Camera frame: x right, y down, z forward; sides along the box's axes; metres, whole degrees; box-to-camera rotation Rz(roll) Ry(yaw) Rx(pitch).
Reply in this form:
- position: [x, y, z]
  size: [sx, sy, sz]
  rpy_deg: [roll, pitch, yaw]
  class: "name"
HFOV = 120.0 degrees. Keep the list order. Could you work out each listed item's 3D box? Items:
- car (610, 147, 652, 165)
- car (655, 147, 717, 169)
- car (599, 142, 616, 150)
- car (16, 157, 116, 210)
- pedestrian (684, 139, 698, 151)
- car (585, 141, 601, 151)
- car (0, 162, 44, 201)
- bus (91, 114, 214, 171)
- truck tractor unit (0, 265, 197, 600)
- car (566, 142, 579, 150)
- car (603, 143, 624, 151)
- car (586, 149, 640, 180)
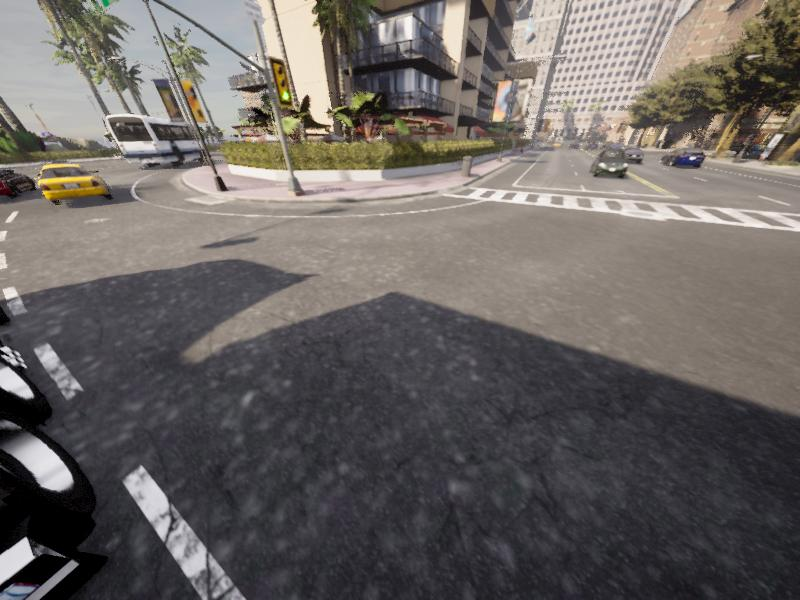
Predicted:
- position: [24.982, -15.806, 25.255]
  size: [2.033, 1.411, 5.357]
  rpy_deg: [18, 39, 24]
  class: "car"
- position: [26.663, -13.485, 21.827]
  size: [2.163, 1.488, 4.792]
  rpy_deg: [18, 39, 24]
  class: "car"
- position: [50.291, -37.539, 56.159]
  size: [2.163, 1.488, 4.792]
  rpy_deg: [17, 39, 24]
  class: "car"
- position: [-15.518, -5.712, 10.983]
  size: [5.366, 1.575, 1.801]
  rpy_deg: [27, 43, 34]
  class: "car"
- position: [56.027, -29.861, 44.430]
  size: [0.751, 1.860, 0.751]
  rpy_deg: [18, 39, 25]
  class: "pedestrian"
- position: [43.962, -35.232, 52.779]
  size: [2.033, 1.649, 4.856]
  rpy_deg: [18, 39, 24]
  class: "car"
- position: [-20.583, -5.925, 11.523]
  size: [1.994, 1.385, 4.181]
  rpy_deg: [-27, 43, -32]
  class: "car"
- position: [-25.914, -17.413, 25.565]
  size: [3.944, 4.253, 10.273]
  rpy_deg: [-9, 36, -11]
  class: "bus"
- position: [-5.114, -0.296, 0.786]
  size: [6.516, 4.208, 3.053]
  rpy_deg: [18, 39, 24]
  class: "truck tractor unit"
- position: [45.932, -41.180, 61.558]
  size: [2.152, 1.651, 5.027]
  rpy_deg: [18, 39, 24]
  class: "car"
- position: [46.300, -33.309, 50.185]
  size: [2.033, 1.411, 5.357]
  rpy_deg: [15, 38, 21]
  class: "car"
- position: [14.989, -9.799, 16.534]
  size: [1.851, 1.617, 3.988]
  rpy_deg: [18, 39, 24]
  class: "car"
